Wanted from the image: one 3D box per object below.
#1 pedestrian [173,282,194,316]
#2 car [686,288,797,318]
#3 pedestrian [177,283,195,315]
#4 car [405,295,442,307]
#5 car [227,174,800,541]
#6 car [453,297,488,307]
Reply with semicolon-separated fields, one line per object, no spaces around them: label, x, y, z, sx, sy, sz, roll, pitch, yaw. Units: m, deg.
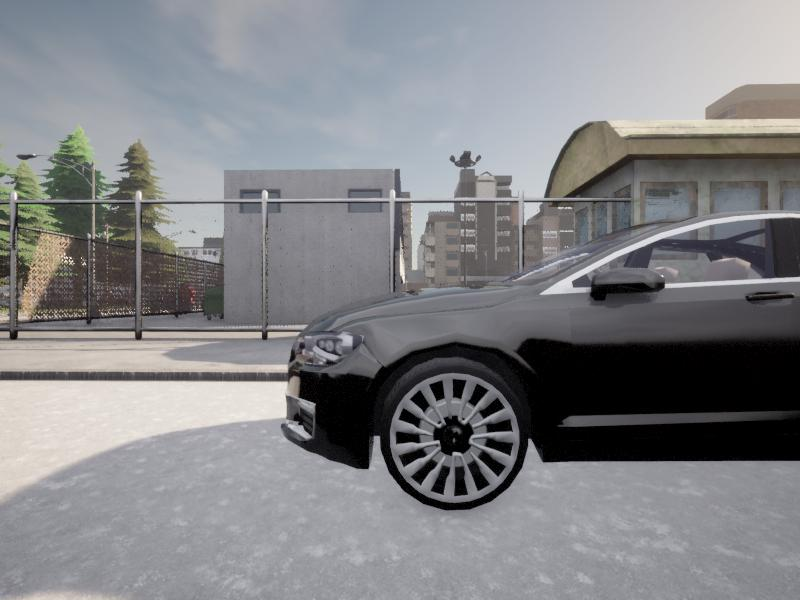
pedestrian;-11.990;-0.067;22.185;0.751;1.860;0.751;0;0;2
car;17.629;0.159;20.794;4.193;1.474;1.816;0;0;1
pedestrian;-12.775;-0.067;23.911;0.751;1.860;0.751;0;0;-5
car;3.273;0.171;56.275;5.238;1.638;1.930;0;0;2
car;1.742;0.236;2.706;4.902;1.511;2.128;0;0;1
car;9.808;0.270;56.091;4.674;1.442;1.812;0;0;1
